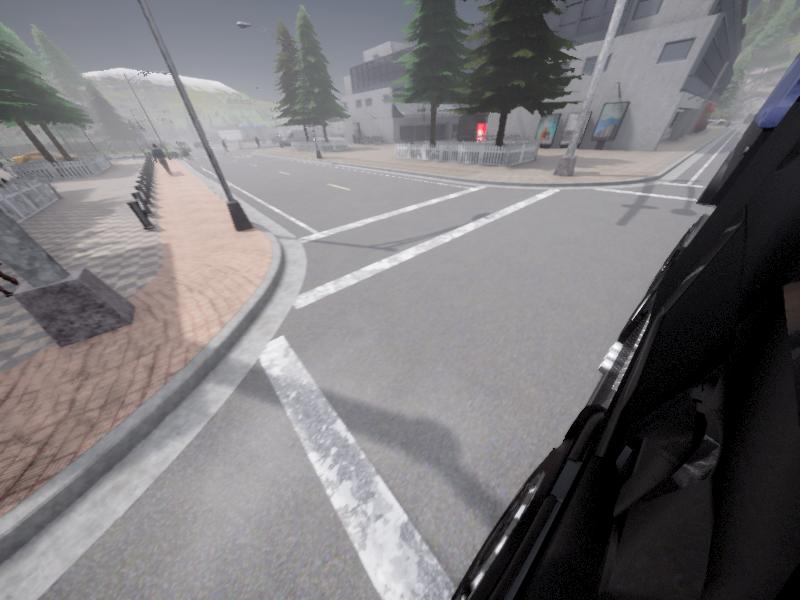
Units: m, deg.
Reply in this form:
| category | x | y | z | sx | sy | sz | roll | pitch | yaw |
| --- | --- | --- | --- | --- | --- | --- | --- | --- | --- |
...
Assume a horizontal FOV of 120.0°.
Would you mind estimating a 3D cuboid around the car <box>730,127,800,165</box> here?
| category | x | y | z | sx | sy | sz | roll | pitch | yaw |
| --- | --- | --- | --- | --- | --- | --- | --- | --- | --- |
| car | 20.243 | -8.496 | 12.614 | 4.181 | 1.385 | 1.994 | -28 | 44 | -30 |

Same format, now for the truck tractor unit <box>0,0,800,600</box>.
| category | x | y | z | sx | sy | sz | roll | pitch | yaw |
| --- | --- | --- | --- | --- | --- | --- | --- | --- | --- |
| truck tractor unit | 2.645 | -0.295 | 0.351 | 6.516 | 4.208 | 3.053 | -28 | 44 | -30 |

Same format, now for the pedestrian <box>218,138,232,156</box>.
| category | x | y | z | sx | sy | sz | roll | pitch | yaw |
| --- | --- | --- | --- | --- | --- | --- | --- | --- | --- |
| pedestrian | -22.678 | -19.829 | 29.977 | 0.751 | 1.860 | 0.751 | -15 | 38 | -16 |

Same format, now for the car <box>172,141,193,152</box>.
| category | x | y | z | sx | sy | sz | roll | pitch | yaw |
| --- | --- | --- | --- | --- | --- | --- | --- | --- | --- |
| car | -40.958 | -28.847 | 43.474 | 2.007 | 1.525 | 4.514 | -29 | 44 | -31 |

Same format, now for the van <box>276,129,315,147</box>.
| category | x | y | z | sx | sy | sz | roll | pitch | yaw |
| --- | --- | --- | --- | --- | --- | --- | --- | --- | --- |
| van | -19.682 | -30.783 | 43.881 | 5.915 | 2.561 | 1.988 | -29 | 44 | -31 |

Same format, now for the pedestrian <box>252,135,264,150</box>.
| category | x | y | z | sx | sy | sz | roll | pitch | yaw |
| --- | --- | --- | --- | --- | --- | --- | --- | --- | --- |
| pedestrian | -21.268 | -23.580 | 34.623 | 0.751 | 1.860 | 0.751 | 0 | 37 | 4 |

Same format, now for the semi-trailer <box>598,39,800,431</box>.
| category | x | y | z | sx | sy | sz | roll | pitch | yaw |
| --- | --- | --- | --- | --- | --- | --- | --- | --- | --- |
| semi-trailer | 8.697 | -3.601 | 4.236 | 14.254 | 4.402 | 2.717 | -28 | 44 | -30 |

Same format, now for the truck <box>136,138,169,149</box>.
| category | x | y | z | sx | sy | sz | roll | pitch | yaw |
| --- | --- | --- | --- | --- | --- | --- | --- | --- | --- |
| truck | -72.862 | -46.158 | 68.091 | 6.274 | 2.098 | 2.390 | -29 | 44 | -30 |

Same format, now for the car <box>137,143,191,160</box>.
| category | x | y | z | sx | sy | sz | roll | pitch | yaw |
| --- | --- | --- | --- | --- | --- | --- | --- | --- | --- |
| car | -31.078 | -19.680 | 30.591 | 4.514 | 1.525 | 2.007 | -8 | 37 | -8 |

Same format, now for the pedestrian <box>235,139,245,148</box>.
| category | x | y | z | sx | sy | sz | roll | pitch | yaw |
| --- | --- | --- | --- | --- | --- | --- | --- | --- | --- |
| pedestrian | -29.382 | -28.633 | 42.369 | 0.751 | 1.300 | 0.751 | 18 | 41 | 25 |

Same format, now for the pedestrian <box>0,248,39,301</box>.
| category | x | y | z | sx | sy | sz | roll | pitch | yaw |
| --- | --- | --- | --- | --- | --- | --- | --- | --- | --- |
| pedestrian | -6.609 | -0.567 | 3.617 | 0.500 | 1.100 | 0.500 | 26 | 45 | 32 |

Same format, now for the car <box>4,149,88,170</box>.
| category | x | y | z | sx | sy | sz | roll | pitch | yaw |
| --- | --- | --- | --- | --- | --- | --- | --- | --- | --- |
| car | -40.219 | -16.221 | 26.521 | 5.008 | 1.535 | 1.882 | -29 | 44 | -31 |

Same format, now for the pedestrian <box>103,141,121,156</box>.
| category | x | y | z | sx | sy | sz | roll | pitch | yaw |
| --- | --- | --- | --- | --- | --- | --- | --- | --- | --- |
| pedestrian | -44.391 | -23.281 | 35.591 | 0.751 | 1.860 | 0.751 | -17 | 39 | -18 |

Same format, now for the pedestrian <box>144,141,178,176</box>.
| category | x | y | z | sx | sy | sz | roll | pitch | yaw |
| --- | --- | --- | --- | --- | --- | --- | --- | --- | --- |
| pedestrian | -15.697 | -9.282 | 15.197 | 0.751 | 1.860 | 0.751 | -29 | 44 | -31 |

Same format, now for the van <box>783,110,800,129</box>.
| category | x | y | z | sx | sy | sz | roll | pitch | yaw |
| --- | --- | --- | --- | --- | --- | --- | --- | --- | --- |
| van | 55.892 | -25.026 | 31.944 | 4.480 | 2.038 | 2.069 | -28 | 44 | -30 |
